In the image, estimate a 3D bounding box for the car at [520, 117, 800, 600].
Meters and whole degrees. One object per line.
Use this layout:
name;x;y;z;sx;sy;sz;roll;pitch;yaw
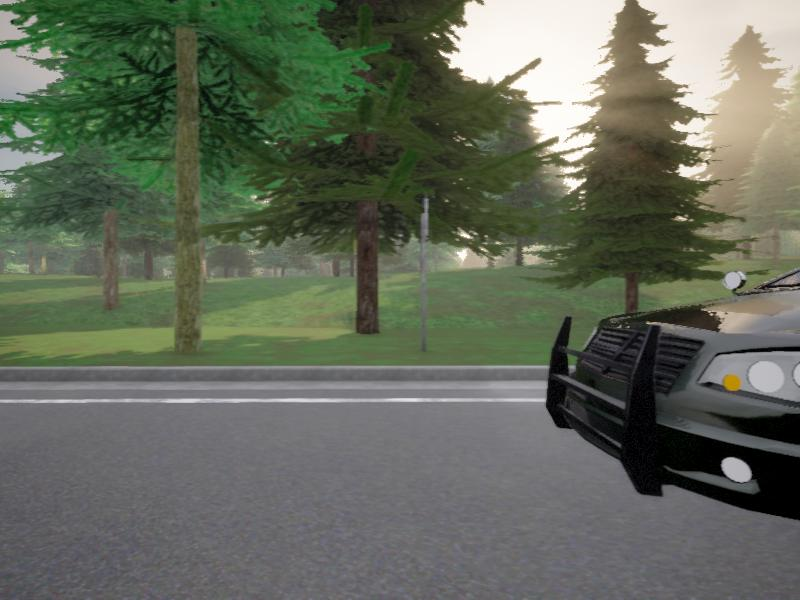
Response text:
car;3.453;0.218;2.199;4.974;1.542;2.038;0;0;0
